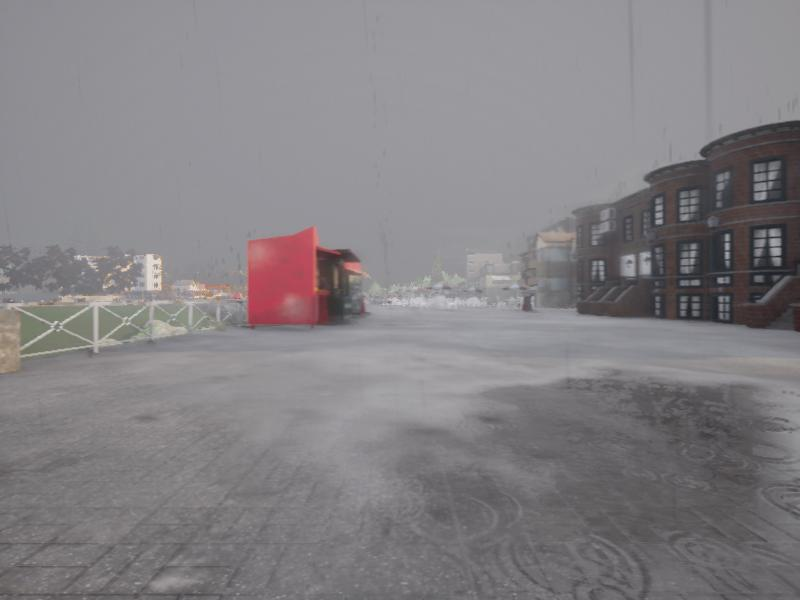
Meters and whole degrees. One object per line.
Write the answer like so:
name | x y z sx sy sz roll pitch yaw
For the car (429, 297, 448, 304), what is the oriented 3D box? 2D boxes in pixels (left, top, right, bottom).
car | 8.819 0.219 92.721 1.801 1.575 5.366 0 0 -26
